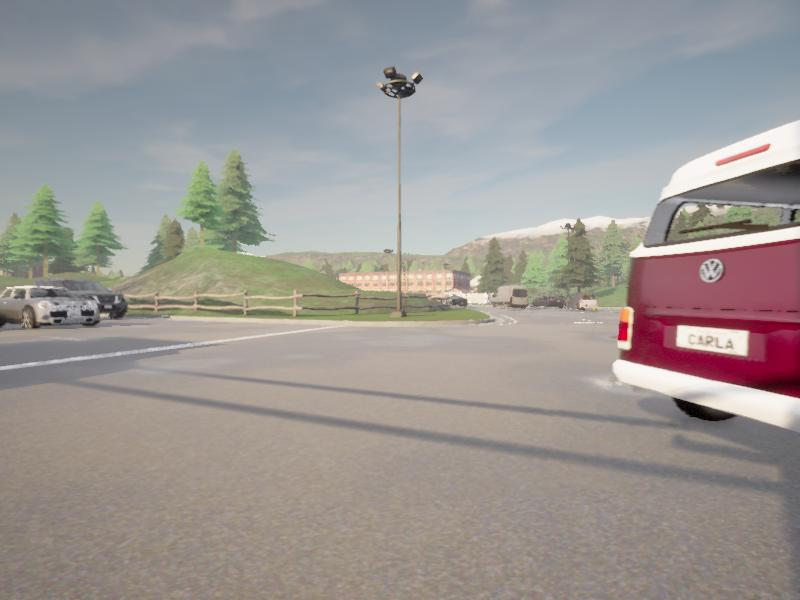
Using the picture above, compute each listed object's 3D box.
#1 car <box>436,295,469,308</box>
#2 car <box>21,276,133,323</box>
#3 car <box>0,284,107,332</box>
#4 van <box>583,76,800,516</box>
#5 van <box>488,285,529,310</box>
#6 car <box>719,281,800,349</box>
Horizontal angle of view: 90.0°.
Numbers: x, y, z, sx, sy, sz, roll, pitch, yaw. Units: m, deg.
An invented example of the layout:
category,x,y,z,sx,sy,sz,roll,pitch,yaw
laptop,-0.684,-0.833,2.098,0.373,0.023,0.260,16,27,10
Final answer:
category,x,y,z,sx,sy,sz,roll,pitch,yaw
car,6.568,0.192,50.669,1.930,1.638,5.238,1,0,-21
car,-15.989,-0.037,19.739,5.566,2.045,2.150,0,0,26
car,-12.540,0.249,14.141,3.806,1.475,1.970,0,0,26
van,3.948,-0.024,2.800,4.480,2.038,2.069,0,1,-11
van,12.048,-0.254,44.806,1.988,2.561,5.915,2,0,-11
car,9.992,0.305,10.460,2.033,1.411,5.357,0,0,44
